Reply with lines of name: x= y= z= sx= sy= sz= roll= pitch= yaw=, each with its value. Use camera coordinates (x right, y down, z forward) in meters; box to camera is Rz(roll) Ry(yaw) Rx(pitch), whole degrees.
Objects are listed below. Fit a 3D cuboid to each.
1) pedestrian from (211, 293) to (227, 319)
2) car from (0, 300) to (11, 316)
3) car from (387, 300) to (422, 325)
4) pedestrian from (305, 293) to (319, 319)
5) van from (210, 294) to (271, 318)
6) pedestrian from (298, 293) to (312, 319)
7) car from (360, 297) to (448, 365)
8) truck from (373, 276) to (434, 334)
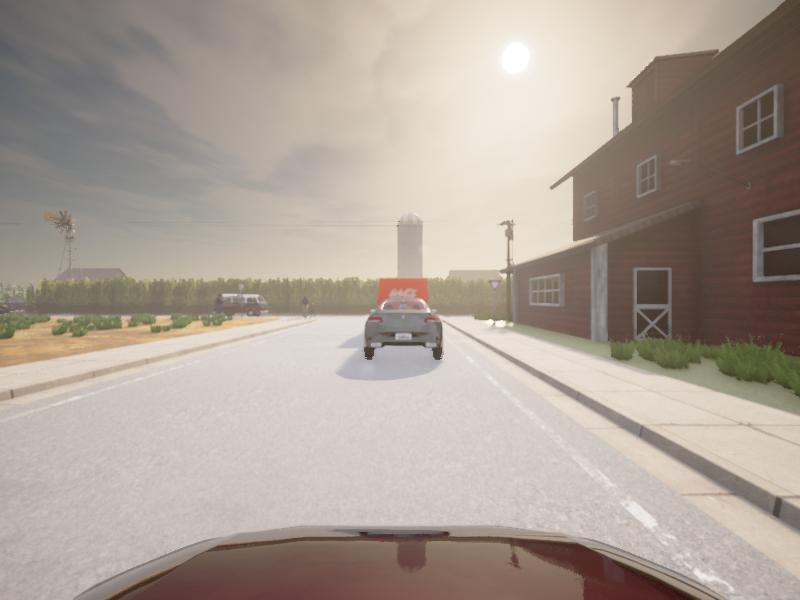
pedestrian: x=-12.906 y=0.414 z=28.599 sx=0.751 sy=1.860 sz=0.751 roll=0 pitch=0 yaw=12
car: x=-41.860 y=0.757 z=39.566 sx=4.974 sy=1.542 sz=2.038 roll=0 pitch=0 yaw=2
car: x=0.392 y=0.759 z=26.916 sx=2.038 sy=1.542 sz=4.974 roll=0 pitch=0 yaw=4
pedestrian: x=-6.471 y=0.413 z=29.444 sx=0.751 sy=1.860 sz=0.751 roll=0 pitch=0 yaw=10
van: x=-14.015 y=0.511 z=35.314 sx=4.480 sy=2.038 sz=2.069 roll=0 pitch=0 yaw=1
pedestrian: x=-6.762 y=0.414 z=28.496 sx=0.751 sy=1.860 sz=0.751 roll=0 pitch=0 yaw=1
car: x=0.112 y=0.750 z=12.316 sx=2.152 sy=1.651 sz=5.027 roll=0 pitch=0 yaw=1
truck: x=0.176 y=0.287 z=19.741 sx=2.627 sy=2.467 sz=5.204 roll=0 pitch=-1 yaw=1
